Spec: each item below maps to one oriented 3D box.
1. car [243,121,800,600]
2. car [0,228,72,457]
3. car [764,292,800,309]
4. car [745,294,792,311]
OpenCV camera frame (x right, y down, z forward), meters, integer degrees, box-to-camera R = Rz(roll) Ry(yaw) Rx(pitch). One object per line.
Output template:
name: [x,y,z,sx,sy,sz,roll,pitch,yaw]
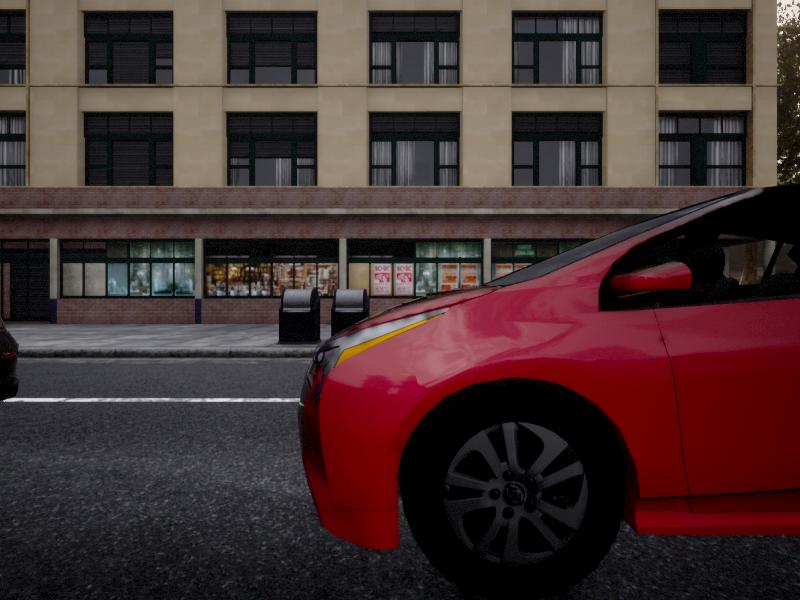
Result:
car: [1.791,0.228,2.195,4.514,1.525,2.007,0,0,0]
car: [-4.859,0.270,2.172,4.674,1.442,1.812,0,0,0]
car: [42.436,0.046,43.539,3.866,1.878,1.905,0,0,-1]
car: [36.087,0.202,39.110,5.366,1.575,1.801,0,0,-29]
